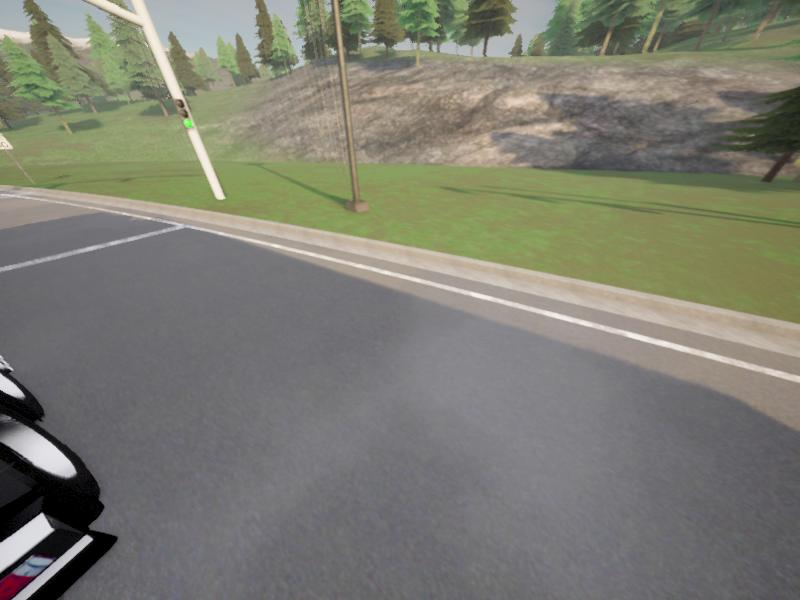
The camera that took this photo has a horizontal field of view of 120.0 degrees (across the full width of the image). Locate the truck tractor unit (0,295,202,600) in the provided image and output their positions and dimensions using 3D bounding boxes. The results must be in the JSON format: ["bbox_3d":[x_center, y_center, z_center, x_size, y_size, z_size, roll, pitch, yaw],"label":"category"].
[{"bbox_3d":[-5.170,-0.234,0.707,6.516,4.208,3.053,16,38,22],"label":"truck tractor unit"}]
